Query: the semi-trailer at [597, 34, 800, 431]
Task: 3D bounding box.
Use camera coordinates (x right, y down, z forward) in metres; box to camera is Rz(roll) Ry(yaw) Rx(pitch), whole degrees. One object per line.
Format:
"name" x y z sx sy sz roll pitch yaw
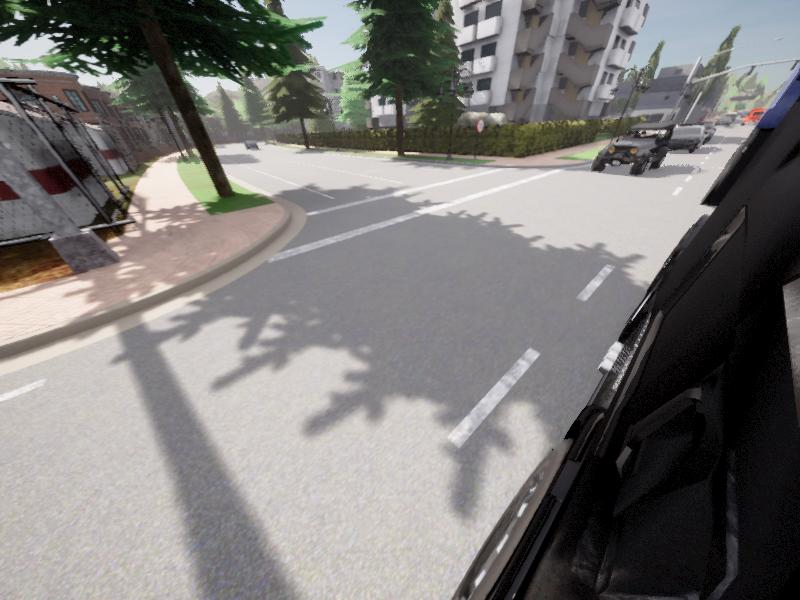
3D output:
"semi-trailer" 8.744 -3.571 4.186 14.254 4.402 2.717 -28 43 -29

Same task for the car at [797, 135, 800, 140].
"car" 34.769 -13.885 18.697 5.366 1.575 1.801 -28 44 -30

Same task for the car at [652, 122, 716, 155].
"car" 20.438 -11.651 16.575 5.238 1.638 1.930 -28 44 -30

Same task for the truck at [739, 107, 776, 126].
"truck" 64.921 -33.344 42.066 5.204 2.467 2.627 -28 44 -30

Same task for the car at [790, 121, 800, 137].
"car" 40.119 -16.906 22.148 4.605 1.855 1.932 -28 44 -30

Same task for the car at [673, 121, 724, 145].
"car" 27.451 -15.406 21.244 4.974 1.542 2.038 -28 44 -30

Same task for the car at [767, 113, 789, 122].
"car" 87.092 -42.188 53.333 4.514 1.525 2.007 -28 44 -30

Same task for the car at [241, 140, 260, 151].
"car" -26.613 -27.601 41.097 2.033 1.411 5.357 -23 41 -25

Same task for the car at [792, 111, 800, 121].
"car" 89.623 -40.882 51.266 5.238 1.638 1.930 -28 44 -30

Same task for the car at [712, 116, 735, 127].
"car" 59.631 -32.809 42.548 4.674 1.442 1.812 -28 44 -30

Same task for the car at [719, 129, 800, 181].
"car" 15.820 -6.319 9.872 3.806 1.475 1.970 -28 44 -30

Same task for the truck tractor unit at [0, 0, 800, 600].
"truck tractor unit" 2.645 -0.295 0.351 6.516 4.208 3.053 -28 44 -30

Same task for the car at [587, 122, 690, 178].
"car" 11.386 -7.293 11.115 3.866 1.878 1.905 -23 41 -25
